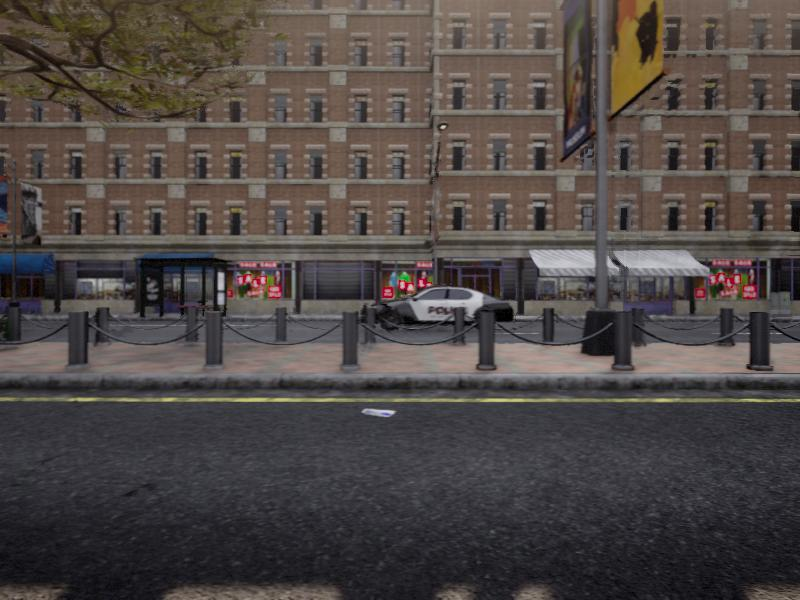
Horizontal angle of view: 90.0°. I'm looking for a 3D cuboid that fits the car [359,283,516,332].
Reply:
[{"bbox_3d":[1.188,0.226,13.699,4.974,1.542,2.038,0,0,0],"label":"car"}]
